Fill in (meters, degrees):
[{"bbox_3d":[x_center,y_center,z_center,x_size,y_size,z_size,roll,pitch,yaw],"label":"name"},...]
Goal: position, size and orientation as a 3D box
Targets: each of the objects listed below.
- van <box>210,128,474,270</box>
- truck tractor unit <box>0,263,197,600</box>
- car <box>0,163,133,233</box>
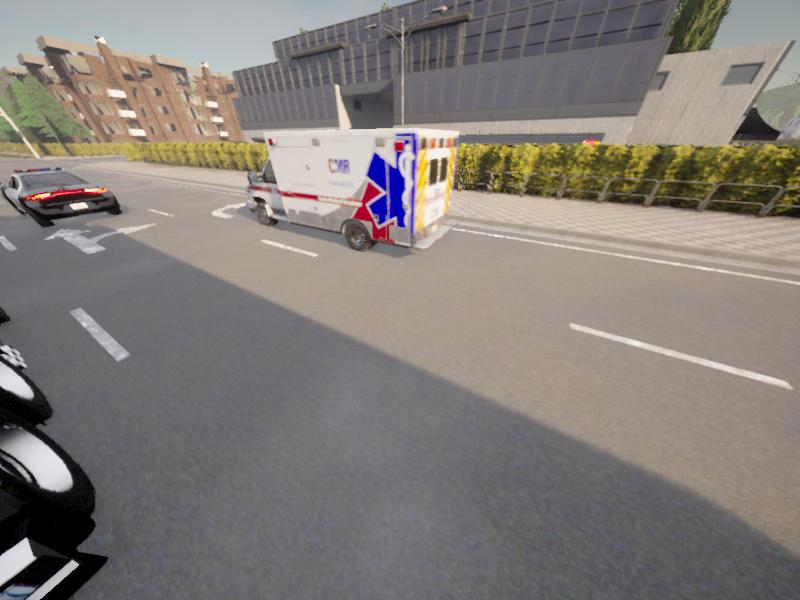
[{"bbox_3d":[-1.683,-3.107,6.354,6.366,2.431,2.351,18,39,24],"label":"van"},{"bbox_3d":[-5.108,-0.304,0.780,6.516,4.208,3.053,18,39,24],"label":"truck tractor unit"},{"bbox_3d":[-12.491,-3.881,8.343,4.974,1.542,2.038,18,39,24],"label":"car"}]
